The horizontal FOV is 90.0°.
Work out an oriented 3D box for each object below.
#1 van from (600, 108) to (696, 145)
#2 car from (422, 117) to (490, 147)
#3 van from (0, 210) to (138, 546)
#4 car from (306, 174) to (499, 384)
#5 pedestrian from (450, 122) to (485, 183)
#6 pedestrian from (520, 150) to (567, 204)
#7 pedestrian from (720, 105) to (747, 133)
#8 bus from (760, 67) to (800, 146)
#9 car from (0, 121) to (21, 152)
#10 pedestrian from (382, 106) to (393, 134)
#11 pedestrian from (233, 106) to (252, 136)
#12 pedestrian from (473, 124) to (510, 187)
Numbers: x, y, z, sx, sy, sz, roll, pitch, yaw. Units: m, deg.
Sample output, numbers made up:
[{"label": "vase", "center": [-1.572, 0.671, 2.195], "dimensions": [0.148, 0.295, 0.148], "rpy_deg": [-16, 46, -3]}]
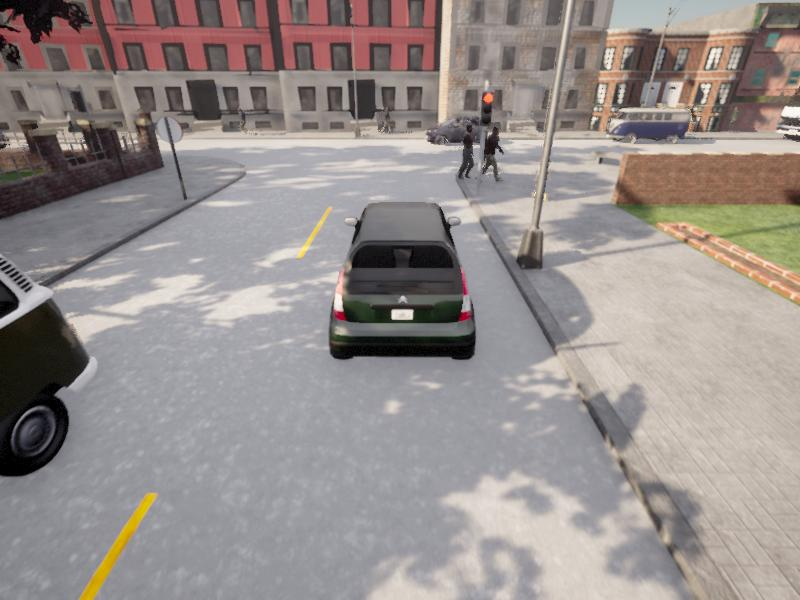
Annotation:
[{"label": "van", "center": [15.343, -10.861, 25.001], "dimensions": [4.442, 1.987, 1.775], "rpy_deg": [0, 28, 0]}, {"label": "car", "center": [3.394, -10.353, 24.529], "dimensions": [3.633, 1.501, 1.845], "rpy_deg": [-6, 28, -11]}, {"label": "van", "center": [-3.994, 1.147, 2.035], "dimensions": [2.069, 2.038, 4.480], "rpy_deg": [0, 28, 1]}, {"label": "car", "center": [0.038, -0.678, 5.983], "dimensions": [1.851, 1.617, 3.988], "rpy_deg": [0, 28, 0]}, {"label": "pedestrian", "center": [2.335, -5.142, 13.932], "dimensions": [0.751, 1.860, 0.751], "rpy_deg": [21, 34, 34]}, {"label": "pedestrian", "center": [4.103, -3.551, 11.499], "dimensions": [0.751, 1.300, 0.751], "rpy_deg": [-17, 32, -29]}, {"label": "pedestrian", "center": [25.285, -13.707, 30.319], "dimensions": [0.751, 1.860, 0.751], "rpy_deg": [-2, 28, -3]}, {"label": "bus", "center": [29.485, -11.760, 24.268], "dimensions": [10.273, 4.253, 3.944], "rpy_deg": [0, 28, 0]}, {"label": "car", "center": [-24.255, -8.909, 21.823], "dimensions": [4.892, 1.490, 1.837], "rpy_deg": [0, 28, 0]}, {"label": "pedestrian", "center": [-0.938, -13.325, 29.567], "dimensions": [0.751, 1.860, 0.751], "rpy_deg": [-3, 28, -5]}, {"label": "pedestrian", "center": [-11.086, -12.618, 28.223], "dimensions": [0.751, 1.860, 0.751], "rpy_deg": [0, 28, 1]}, {"label": "pedestrian", "center": [3.031, -4.808, 13.295], "dimensions": [0.751, 1.860, 0.751], "rpy_deg": [20, 34, 33]}]
